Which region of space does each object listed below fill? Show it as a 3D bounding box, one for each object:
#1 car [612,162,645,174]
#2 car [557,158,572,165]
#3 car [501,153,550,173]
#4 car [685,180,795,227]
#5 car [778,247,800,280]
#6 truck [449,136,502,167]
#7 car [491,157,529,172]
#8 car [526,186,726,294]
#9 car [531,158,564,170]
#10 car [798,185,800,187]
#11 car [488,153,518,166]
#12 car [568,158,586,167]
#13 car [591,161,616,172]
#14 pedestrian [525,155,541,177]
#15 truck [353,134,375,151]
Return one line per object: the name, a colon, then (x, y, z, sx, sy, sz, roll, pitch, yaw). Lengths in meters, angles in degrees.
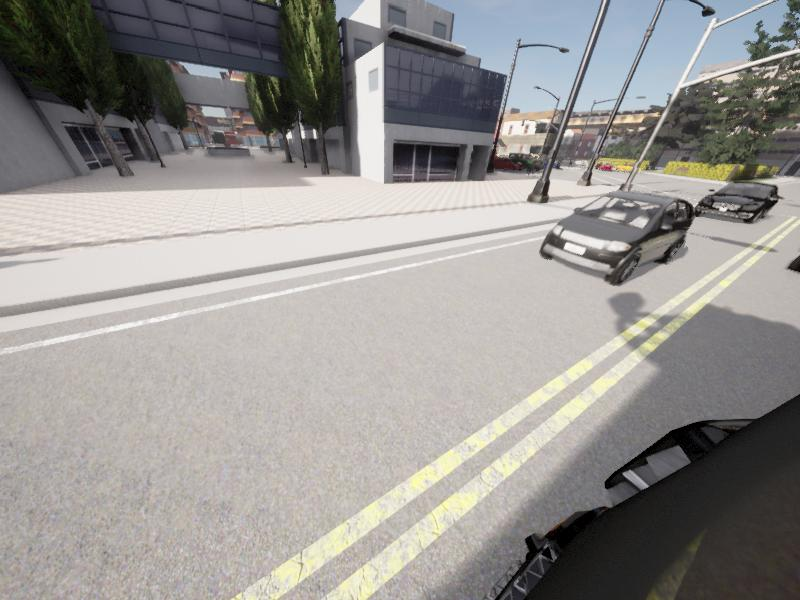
car: (41.707, -24.326, 42.351, 1.801, 1.575, 5.366, 10, 34, 11)
car: (44.307, -37.372, 62.366, 1.970, 1.475, 3.806, 10, 34, 11)
car: (17.690, -19.641, 32.926, 2.150, 2.045, 5.566, -16, 38, -26)
car: (16.081, -4.701, 10.911, 4.892, 1.490, 1.837, -15, 38, -26)
car: (11.695, -1.310, 5.305, 4.611, 1.667, 2.242, -16, 38, -26)
truck: (12.550, -25.608, 39.706, 2.891, 3.827, 8.468, -16, 39, -26)
car: (14.821, -18.345, 31.278, 1.816, 1.474, 4.193, -16, 38, -26)
car: (5.193, -1.645, 5.421, 3.705, 1.549, 1.789, -15, 38, -26)
car: (25.274, -23.331, 39.660, 1.994, 1.385, 4.181, -16, 38, -26)
car: (58.051, -16.449, 31.962, 5.027, 1.651, 2.152, -16, 38, -26)
car: (18.916, -26.016, 42.679, 2.097, 1.767, 4.553, -16, 39, -26)
car: (47.994, -37.374, 62.700, 2.152, 1.651, 5.027, 10, 34, 11)
car: (38.138, -25.126, 43.378, 1.970, 1.475, 3.806, 12, 35, 13)
pedestrian: (13.576, -13.703, 23.623, 0.751, 1.860, 0.751, 28, 41, 33)
truck: (-10.330, -44.894, 65.833, 2.891, 3.827, 8.468, -15, 37, -25)
